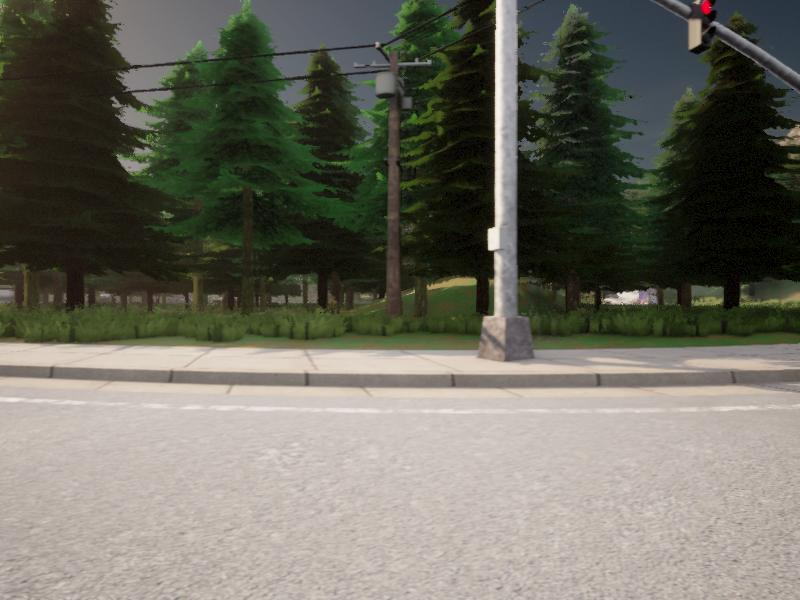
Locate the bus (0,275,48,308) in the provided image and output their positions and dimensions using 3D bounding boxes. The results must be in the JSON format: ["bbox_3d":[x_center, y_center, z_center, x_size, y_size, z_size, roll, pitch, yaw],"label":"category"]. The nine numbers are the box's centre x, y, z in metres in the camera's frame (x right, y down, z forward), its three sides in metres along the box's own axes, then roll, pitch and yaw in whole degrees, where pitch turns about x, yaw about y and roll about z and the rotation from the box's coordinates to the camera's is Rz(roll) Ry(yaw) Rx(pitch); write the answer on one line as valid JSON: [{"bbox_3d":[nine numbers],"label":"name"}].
[{"bbox_3d":[-53.207,-1.110,52.541,3.944,4.253,10.273,0,0,8],"label":"bus"}]

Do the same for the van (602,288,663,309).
[{"bbox_3d":[29.344,-0.166,50.805,2.351,2.431,6.366,0,0,-28],"label":"van"}]
